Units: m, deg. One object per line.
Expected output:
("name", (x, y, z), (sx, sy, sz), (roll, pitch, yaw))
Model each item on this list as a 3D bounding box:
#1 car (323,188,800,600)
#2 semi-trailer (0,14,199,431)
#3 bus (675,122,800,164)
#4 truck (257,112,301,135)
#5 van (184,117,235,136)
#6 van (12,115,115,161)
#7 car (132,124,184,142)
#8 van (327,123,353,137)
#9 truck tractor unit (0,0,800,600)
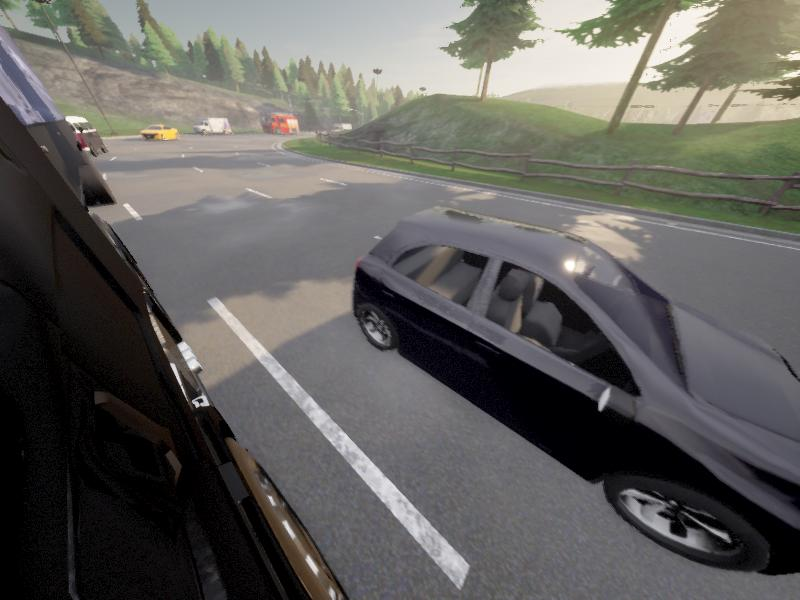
("car", (1.262, 0.157, 2.218), (3.633, 1.501, 1.845), (28, 44, 30))
("semi-trailer", (-8.569, -3.669, 4.378), (14.254, 4.402, 2.717), (30, 45, 31))
("bus", (47.602, -22.292, 32.568), (10.273, 4.253, 3.944), (27, 43, 30))
("truck", (-26.241, -38.694, 50.818), (2.891, 3.827, 8.468), (13, 38, 14))
("van", (-32.935, -30.199, 40.295), (2.351, 2.431, 6.366), (7, 37, 13))
("van", (-20.635, -10.281, 14.564), (2.069, 2.038, 4.480), (-22, 43, -28))
("car", (-27.795, -19.385, 26.783), (1.882, 1.535, 5.008), (-7, 38, -12))
("van", (-13.868, -39.771, 54.112), (2.351, 2.431, 6.366), (16, 39, 18))
("truck tractor unit", (-2.645, -0.295, 0.351), (6.516, 4.208, 3.053), (28, 44, 30))
